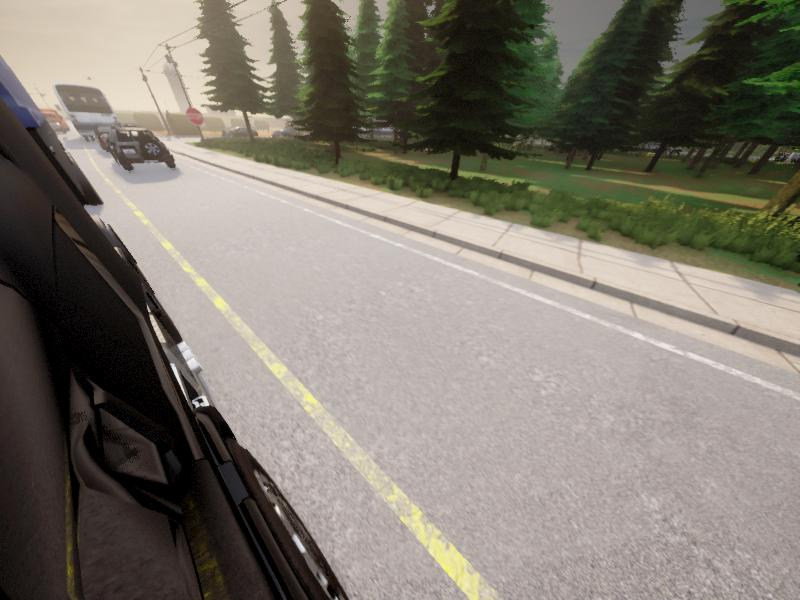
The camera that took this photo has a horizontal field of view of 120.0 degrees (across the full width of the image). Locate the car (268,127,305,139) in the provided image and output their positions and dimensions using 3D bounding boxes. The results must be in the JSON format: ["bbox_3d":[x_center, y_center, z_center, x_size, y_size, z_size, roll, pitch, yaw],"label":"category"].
[{"bbox_3d":[-18.945,-27.934,38.745,2.128,1.511,4.902,27,43,29],"label":"car"}]

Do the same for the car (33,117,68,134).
[{"bbox_3d":[-44.282,-22.198,29.357,3.988,1.617,1.851,29,44,31],"label":"car"}]

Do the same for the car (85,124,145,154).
[{"bbox_3d":[-20.968,-11.870,16.999,4.514,1.525,2.007,29,44,31],"label":"car"}]

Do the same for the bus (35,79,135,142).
[{"bbox_3d":[-32.248,-19.230,23.921,10.273,4.253,3.944,29,44,31],"label":"bus"}]

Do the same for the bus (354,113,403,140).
[{"bbox_3d":[-4.275,-36.213,48.457,3.944,4.253,10.273,27,43,29],"label":"bus"}]

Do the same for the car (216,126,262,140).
[{"bbox_3d":[-23.559,-24.653,34.060,2.128,1.511,4.902,27,43,29],"label":"car"}]

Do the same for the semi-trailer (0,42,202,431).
[{"bbox_3d":[-8.705,-3.591,4.236,14.254,4.402,2.717,28,44,30],"label":"semi-trailer"}]

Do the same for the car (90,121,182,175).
[{"bbox_3d":[-13.458,-7.854,11.785,4.605,1.855,1.932,29,44,30],"label":"car"}]

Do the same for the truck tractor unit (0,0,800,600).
[{"bbox_3d":[-2.645,-0.295,0.351,6.516,4.208,3.053,28,44,30],"label":"truck tractor unit"}]
